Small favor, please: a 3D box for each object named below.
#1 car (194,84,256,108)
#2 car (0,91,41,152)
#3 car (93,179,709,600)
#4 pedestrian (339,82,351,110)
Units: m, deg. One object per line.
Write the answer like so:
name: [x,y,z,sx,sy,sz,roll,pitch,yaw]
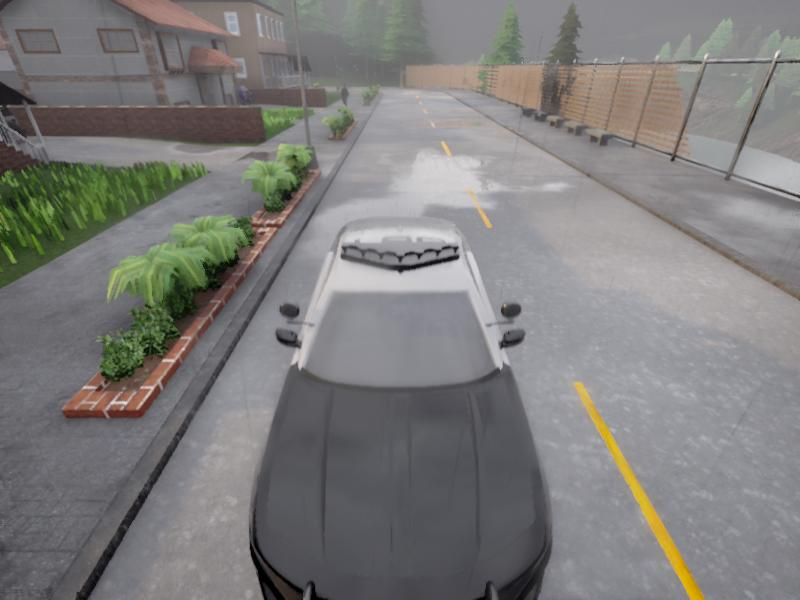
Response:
car: [-13.267,-15.599,30.526,3.633,1.501,1.845,0,30,0]
car: [-15.528,-6.186,14.082,1.905,1.878,3.866,0,30,0]
car: [0.004,0.269,3.931,1.930,1.638,5.238,0,30,0]
pedestrian: [-4.195,-15.617,30.670,0.751,1.860,0.751,0,30,0]
